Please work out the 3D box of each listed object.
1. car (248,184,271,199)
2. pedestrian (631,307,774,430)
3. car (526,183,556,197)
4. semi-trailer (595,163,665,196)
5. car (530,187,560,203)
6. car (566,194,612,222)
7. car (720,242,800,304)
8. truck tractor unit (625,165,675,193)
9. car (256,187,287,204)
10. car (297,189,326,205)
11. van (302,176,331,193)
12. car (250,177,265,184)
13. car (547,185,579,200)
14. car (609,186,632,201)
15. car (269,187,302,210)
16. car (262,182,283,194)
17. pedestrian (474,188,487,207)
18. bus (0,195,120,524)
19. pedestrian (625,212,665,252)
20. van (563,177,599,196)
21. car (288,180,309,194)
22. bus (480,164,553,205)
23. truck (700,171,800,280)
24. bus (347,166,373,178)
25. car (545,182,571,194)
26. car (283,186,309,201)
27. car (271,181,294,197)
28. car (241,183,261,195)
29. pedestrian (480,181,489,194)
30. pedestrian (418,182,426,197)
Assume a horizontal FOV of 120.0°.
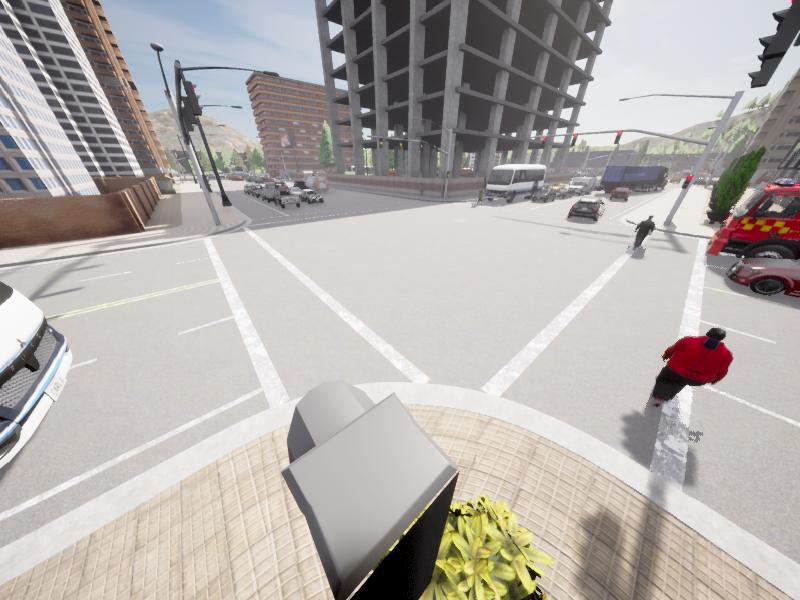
[{"bbox_3d":[-21.131,-16.369,34.750,1.851,1.617,3.988,-22,37,-34],"label":"car"},{"bbox_3d":[5.030,1.196,4.026,0.751,1.860,0.751,-25,39,-37],"label":"pedestrian"},{"bbox_3d":[22.490,-17.570,36.767,4.611,1.667,2.242,-23,37,-34],"label":"car"},{"bbox_3d":[38.730,-20.314,38.771,14.254,4.402,2.717,-16,34,-26],"label":"semi-trailer"},{"bbox_3d":[19.024,-13.768,30.300,3.705,1.549,1.789,-23,37,-34],"label":"car"},{"bbox_3d":[17.307,-8.526,21.103,2.242,1.667,4.611,25,38,37],"label":"car"},{"bbox_3d":[14.566,-0.654,7.770,1.994,1.385,4.181,-25,38,-36],"label":"car"},{"bbox_3d":[45.605,-22.184,42.214,6.516,4.208,3.053,-16,34,-24],"label":"truck tractor unit"},{"bbox_3d":[-17.016,-13.831,30.482,2.163,1.488,4.792,-23,37,-34],"label":"car"},{"bbox_3d":[-11.249,-13.098,29.215,1.970,1.475,3.806,-22,37,-33],"label":"car"},{"bbox_3d":[-15.622,-21.634,43.050,2.351,2.431,6.366,-22,37,-34],"label":"van"},{"bbox_3d":[-38.703,-32.409,62.696,2.128,1.511,4.902,-22,37,-34],"label":"car"},{"bbox_3d":[23.938,-15.821,33.898,4.902,1.511,2.128,-23,37,-34],"label":"car"},{"bbox_3d":[31.193,-15.167,32.738,1.882,1.535,5.008,22,37,33],"label":"car"},{"bbox_3d":[-13.065,-11.646,26.299,1.932,1.855,4.605,-21,36,-32],"label":"car"},{"bbox_3d":[-22.848,-20.105,41.335,1.837,1.490,4.892,-22,37,-33],"label":"car"},{"bbox_3d":[9.035,-11.491,26.000,0.751,1.860,0.751,-22,37,-33],"label":"pedestrian"},{"bbox_3d":[-9.885,1.753,0.719,10.273,4.253,3.944,-23,37,-34],"label":"bus"},{"bbox_3d":[13.048,-3.619,12.366,0.751,1.860,0.751,-22,37,-33],"label":"pedestrian"},{"bbox_3d":[29.749,-18.670,37.915,6.366,2.431,2.351,-23,37,-34],"label":"van"},{"bbox_3d":[-17.886,-20.025,40.798,1.905,1.878,3.866,-22,37,-34],"label":"car"},{"bbox_3d":[15.792,-15.784,31.093,10.273,4.253,3.944,-23,37,-34],"label":"bus"},{"bbox_3d":[18.365,-2.332,8.213,2.891,3.827,8.468,-22,36,-33],"label":"truck"},{"bbox_3d":[-16.947,-54.637,98.379,10.273,4.253,3.944,-23,37,-34],"label":"bus"},{"bbox_3d":[27.903,-19.813,40.743,5.366,1.575,1.801,-23,37,-34],"label":"car"},{"bbox_3d":[-14.901,-15.280,33.028,1.812,1.442,4.674,-22,37,-34],"label":"car"},{"bbox_3d":[-18.776,-17.815,36.971,1.905,1.878,3.866,-23,37,-34],"label":"car"},{"bbox_3d":[-25.067,-18.693,38.909,1.816,1.474,4.193,-22,37,-34],"label":"car"},{"bbox_3d":[13.622,-18.095,37.133,0.751,1.860,0.751,-23,37,-34],"label":"pedestrian"},{"bbox_3d":[3.126,-15.966,33.449,0.751,1.860,0.751,-17,34,-27],"label":"pedestrian"}]
